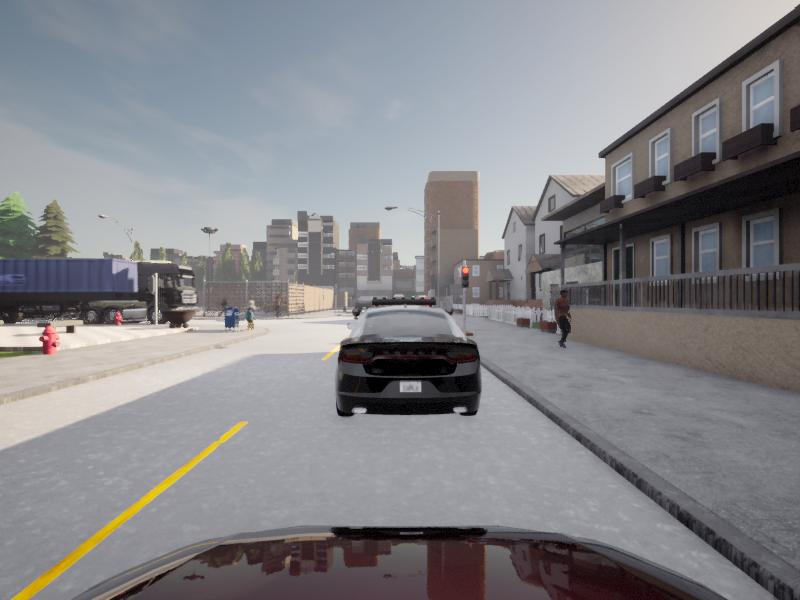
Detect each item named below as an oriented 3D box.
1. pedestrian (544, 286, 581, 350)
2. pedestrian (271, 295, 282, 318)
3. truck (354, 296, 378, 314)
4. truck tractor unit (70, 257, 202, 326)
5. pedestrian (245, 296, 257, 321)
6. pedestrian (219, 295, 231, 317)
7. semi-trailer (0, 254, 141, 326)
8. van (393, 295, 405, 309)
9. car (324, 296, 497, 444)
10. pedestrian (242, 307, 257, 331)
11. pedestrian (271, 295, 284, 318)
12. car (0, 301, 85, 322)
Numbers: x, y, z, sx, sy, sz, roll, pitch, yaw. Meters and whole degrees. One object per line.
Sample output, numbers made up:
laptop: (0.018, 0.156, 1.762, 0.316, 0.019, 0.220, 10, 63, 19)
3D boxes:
pedestrian: (4.912, 0.533, 12.120, 0.751, 1.860, 0.751, 0, 0, -22)
pedestrian: (-10.408, 0.534, 33.694, 0.751, 1.860, 0.751, 0, 0, -9)
truck: (-4.111, 0.542, 49.206, 2.390, 2.098, 6.274, 0, 0, 0)
truck tractor unit: (-16.908, -0.524, 26.027, 6.516, 4.208, 3.053, 0, 0, 0)
pedestrian: (-11.423, 0.637, 30.672, 0.751, 1.860, 0.751, 0, 0, -35)
pedestrian: (-15.432, 0.534, 35.201, 0.751, 1.860, 0.751, 0, 0, -2)
semi-trailer: (-24.816, -0.618, 25.933, 14.254, 4.402, 2.717, 0, 0, -1)
van: (-0.288, 0.323, 74.407, 1.988, 2.561, 5.915, 0, 0, -2)
car: (0.062, 0.771, 7.066, 1.930, 1.638, 5.238, 0, 0, -1)
pedestrian: (-7.089, 0.904, 18.857, 0.500, 1.100, 0.500, 0, 0, 9)
pedestrian: (-10.131, 0.534, 33.115, 0.751, 1.860, 0.751, 0, 0, 20)
car: (-26.968, 0.836, 30.021, 4.902, 1.511, 2.128, 0, 0, 0)
